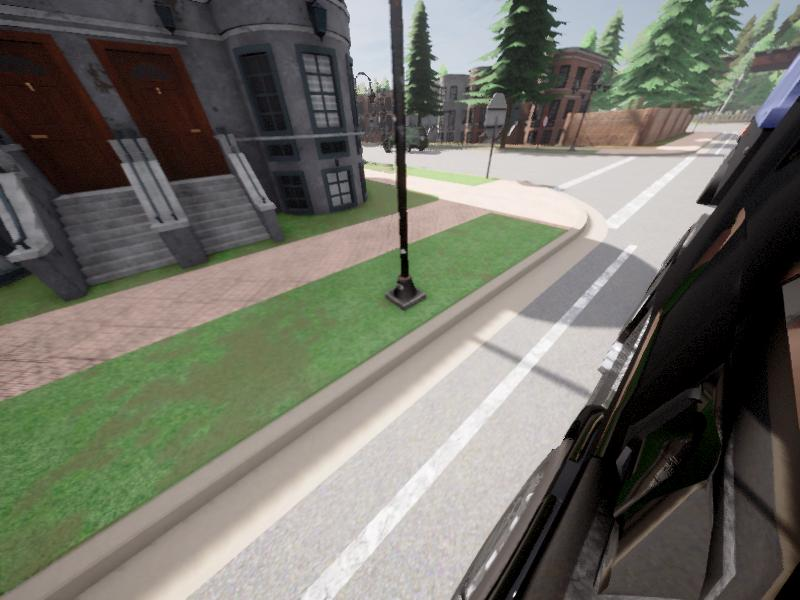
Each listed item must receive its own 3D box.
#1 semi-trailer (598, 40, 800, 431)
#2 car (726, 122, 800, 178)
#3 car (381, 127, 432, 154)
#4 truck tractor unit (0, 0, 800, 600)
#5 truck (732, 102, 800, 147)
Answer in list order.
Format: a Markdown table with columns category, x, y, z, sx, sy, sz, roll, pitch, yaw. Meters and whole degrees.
| category | x | y | z | sx | sy | sz | roll | pitch | yaw |
| --- | --- | --- | --- | --- | --- | --- | --- | --- | --- |
| semi-trailer | 8.692 | -3.616 | 4.224 | 14.254 | 4.402 | 2.717 | -28 | 44 | -30 |
| car | 16.932 | -6.878 | 10.349 | 5.238 | 1.638 | 1.930 | -28 | 44 | -30 |
| car | 0.543 | -16.570 | 23.949 | 2.150 | 2.045 | 5.566 | -26 | 43 | -28 |
| truck tractor unit | 2.645 | -0.295 | 0.351 | 6.516 | 4.208 | 3.053 | -28 | 44 | -30 |
| truck | 28.434 | -13.376 | 17.563 | 5.204 | 2.467 | 2.627 | -28 | 44 | -30 |
